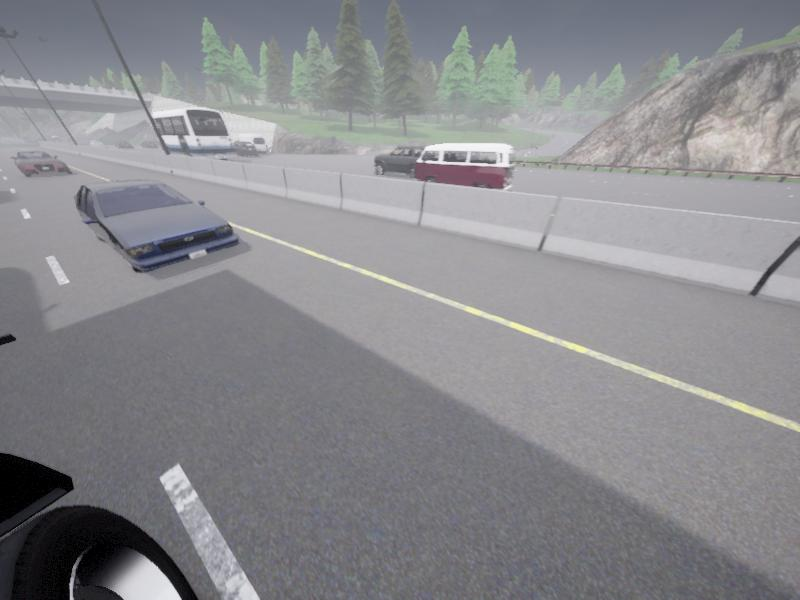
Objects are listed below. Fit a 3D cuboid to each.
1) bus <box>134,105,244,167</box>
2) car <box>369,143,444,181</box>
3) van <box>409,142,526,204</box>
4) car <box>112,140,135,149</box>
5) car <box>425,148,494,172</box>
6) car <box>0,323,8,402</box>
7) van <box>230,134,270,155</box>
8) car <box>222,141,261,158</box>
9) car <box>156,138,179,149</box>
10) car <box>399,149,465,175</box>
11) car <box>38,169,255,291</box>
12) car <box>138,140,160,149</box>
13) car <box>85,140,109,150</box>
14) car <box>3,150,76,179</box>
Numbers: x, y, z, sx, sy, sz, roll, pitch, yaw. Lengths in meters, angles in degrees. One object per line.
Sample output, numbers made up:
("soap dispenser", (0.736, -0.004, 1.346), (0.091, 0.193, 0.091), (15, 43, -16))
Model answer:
("bus", (-21.218, -16.408, 23.316), (10.273, 4.253, 3.944), (22, 40, 27))
("car", (0.354, -9.447, 15.674), (4.605, 1.855, 1.932), (22, 40, 27))
("van", (2.918, -6.064, 10.755), (4.480, 2.038, 2.069), (22, 40, 27))
("car", (-56.594, -31.751, 47.206), (4.193, 1.474, 1.816), (22, 40, 27))
("car", (5.059, -12.267, 20.127), (5.357, 1.411, 2.033), (22, 40, 27))
("car", (-6.684, 0.056, 2.361), (4.856, 1.649, 2.033), (21, 40, 27))
("van", (-22.879, -23.761, 35.215), (5.915, 2.561, 1.988), (22, 40, 27))
("car", (-21.330, -20.353, 31.148), (4.611, 1.667, 2.242), (22, 40, 27))
("car", (-51.680, -34.852, 51.294), (4.605, 1.855, 1.932), (22, 40, 27))
("car", (2.402, -10.892, 18.113), (4.674, 1.442, 1.812), (22, 40, 27))
("car", (-6.246, -2.100, 5.626), (5.357, 1.411, 2.033), (22, 40, 27))
("car", (-52.911, -32.736, 48.630), (4.193, 1.474, 1.816), (22, 40, 27))
("car", (-59.608, -30.487, 45.417), (4.674, 1.442, 1.812), (21, 40, 27))
("car", (-24.444, -9.272, 15.676), (4.181, 1.385, 1.994), (22, 40, 27))
